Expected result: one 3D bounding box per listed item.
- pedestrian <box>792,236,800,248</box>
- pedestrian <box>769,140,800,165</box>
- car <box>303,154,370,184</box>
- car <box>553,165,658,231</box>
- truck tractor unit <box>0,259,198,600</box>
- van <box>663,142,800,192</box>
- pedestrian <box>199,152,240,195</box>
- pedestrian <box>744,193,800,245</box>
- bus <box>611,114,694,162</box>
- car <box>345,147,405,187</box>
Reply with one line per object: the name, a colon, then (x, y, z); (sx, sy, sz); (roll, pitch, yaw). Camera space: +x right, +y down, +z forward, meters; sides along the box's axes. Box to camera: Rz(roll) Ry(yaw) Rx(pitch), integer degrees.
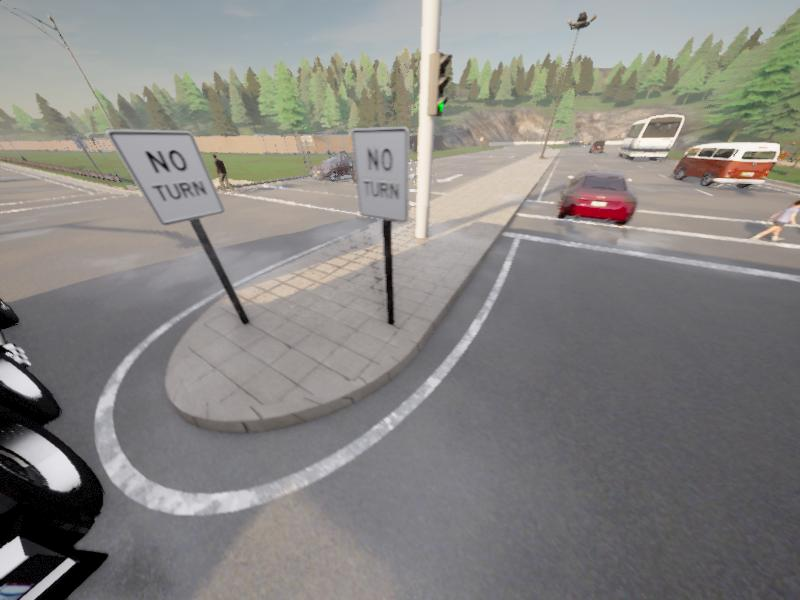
pedestrian: (10.396, -1.946, 5.105); (0.751, 1.860, 0.751); (19, 39, 25)
pedestrian: (34.745, -13.276, 20.755); (0.751, 1.860, 0.751); (22, 41, 29)
car: (-4.369, -9.632, 16.759); (1.812, 1.442, 4.674); (19, 39, 25)
car: (7.089, -3.943, 8.438); (1.994, 1.385, 4.181); (18, 39, 25)
truck tractor unit: (-5.131, -0.276, 0.788); (6.516, 4.208, 3.053); (18, 40, 25)
van: (17.991, -7.634, 13.012); (2.069, 2.038, 4.480); (11, 36, 16)
pedestrian: (-9.145, -6.434, 11.808); (0.751, 1.860, 0.751); (6, 35, 9)
pedestrian: (9.709, -2.057, 5.869); (0.500, 1.100, 0.500); (18, 39, 25)
bus: (30.832, -20.275, 29.132); (3.944, 4.253, 10.273); (18, 39, 25)
car: (-1.432, -8.745, 15.039); (1.905, 1.878, 3.866); (18, 39, 25)
